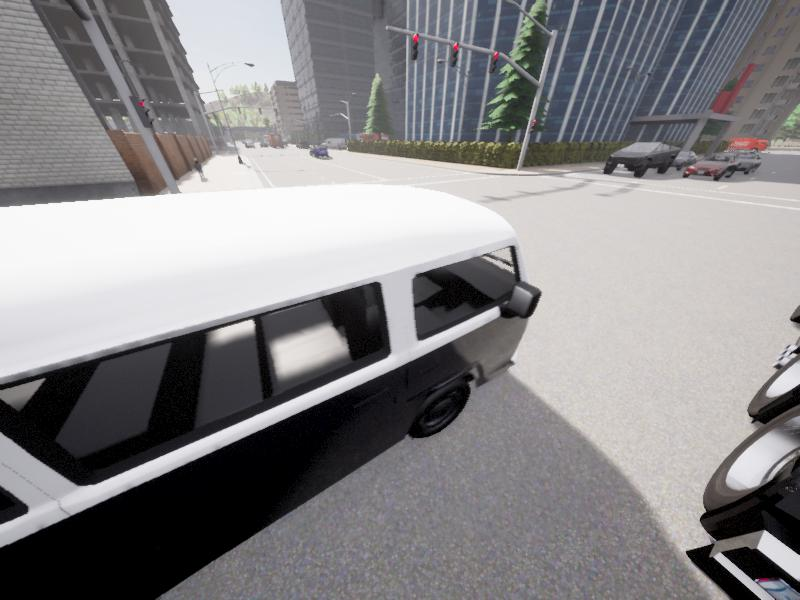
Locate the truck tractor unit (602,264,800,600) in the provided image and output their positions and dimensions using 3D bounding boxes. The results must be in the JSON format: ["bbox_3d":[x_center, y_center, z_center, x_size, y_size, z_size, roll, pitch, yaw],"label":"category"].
[{"bbox_3d":[5.107,-0.306,0.780,6.516,4.208,3.053,-18,39,-24],"label":"truck tractor unit"}]

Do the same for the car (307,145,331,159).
[{"bbox_3d":[-11.816,-21.620,33.647,2.007,1.525,4.514,-18,39,-24],"label":"car"}]

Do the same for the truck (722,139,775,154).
[{"bbox_3d":[72.009,-31.968,47.896,2.627,2.467,5.204,-18,39,-24],"label":"truck"}]

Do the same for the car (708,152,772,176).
[{"bbox_3d":[27.903,-11.264,18.985,4.181,1.385,1.994,-19,39,-25],"label":"car"}]

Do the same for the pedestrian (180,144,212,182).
[{"bbox_3d":[-12.139,-8.165,13.784,0.751,1.860,0.751,-21,40,-28],"label":"pedestrian"}]

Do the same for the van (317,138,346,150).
[{"bbox_3d":[-16.895,-38.867,57.530,2.351,2.431,6.366,27,43,33],"label":"van"}]

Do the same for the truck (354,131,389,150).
[{"bbox_3d":[-7.524,-42.592,61.674,8.468,3.827,2.891,-19,39,-25],"label":"truck"}]

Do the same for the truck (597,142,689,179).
[{"bbox_3d":[18.539,-10.797,17.650,6.274,2.098,2.390,-18,39,-24],"label":"truck"}]

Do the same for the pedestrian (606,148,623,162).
[{"bbox_3d":[23.680,-16.004,25.509,0.751,1.300,0.751,-17,39,-23],"label":"pedestrian"}]

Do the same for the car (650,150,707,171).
[{"bbox_3d":[25.351,-12.764,21.059,4.674,1.442,1.812,-18,39,-24],"label":"car"}]

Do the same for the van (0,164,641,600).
[{"bbox_3d":[-1.061,0.360,1.701,4.480,2.038,2.069,-19,39,-25],"label":"van"}]

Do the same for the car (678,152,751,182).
[{"bbox_3d":[21.842,-9.312,16.079,4.193,1.474,1.816,-18,39,-24],"label":"car"}]
